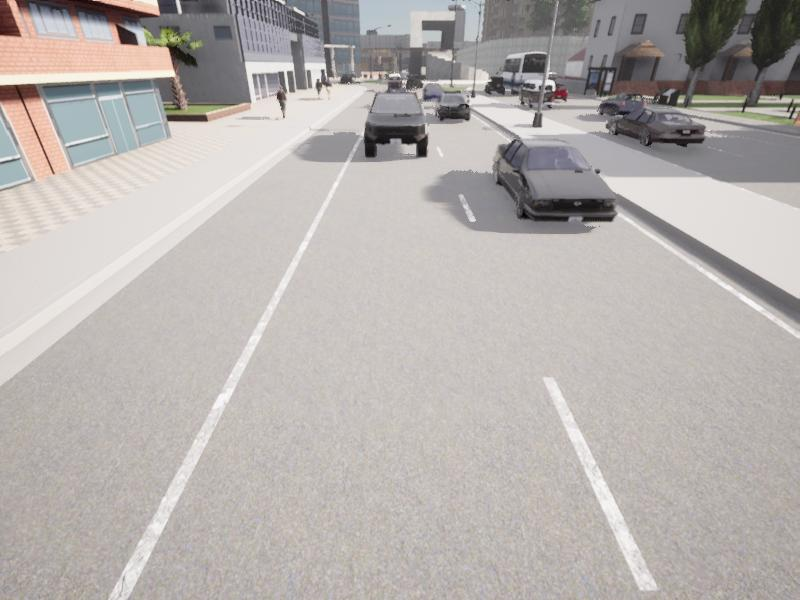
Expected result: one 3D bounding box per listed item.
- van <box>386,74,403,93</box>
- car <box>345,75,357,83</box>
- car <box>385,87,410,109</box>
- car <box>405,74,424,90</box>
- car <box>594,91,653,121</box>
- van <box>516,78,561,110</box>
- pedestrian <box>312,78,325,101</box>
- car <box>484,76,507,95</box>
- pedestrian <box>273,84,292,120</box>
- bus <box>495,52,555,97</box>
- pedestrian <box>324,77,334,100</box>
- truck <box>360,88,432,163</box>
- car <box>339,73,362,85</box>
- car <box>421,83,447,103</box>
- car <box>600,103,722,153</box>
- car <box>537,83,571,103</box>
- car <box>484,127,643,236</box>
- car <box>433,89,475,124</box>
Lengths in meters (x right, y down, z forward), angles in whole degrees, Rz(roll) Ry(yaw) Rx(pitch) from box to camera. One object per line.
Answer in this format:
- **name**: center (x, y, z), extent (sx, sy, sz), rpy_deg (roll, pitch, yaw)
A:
- **van**: center (-0.710, -28.250, 52.115), extent (2.069, 2.038, 4.480), rpy_deg (-1, 30, -1)
- **car**: center (-9.781, -44.142, 79.934), extent (1.895, 1.301, 4.718), rpy_deg (-6, 31, -10)
- **car**: center (-0.223, -16.869, 33.372), extent (1.994, 1.385, 4.181), rpy_deg (0, 30, 0)
- **car**: center (2.107, -31.626, 58.011), extent (1.905, 1.878, 3.866), rpy_deg (-6, 31, -10)
- **car**: center (14.531, -12.801, 26.279), extent (1.845, 1.501, 3.633), rpy_deg (1, 31, 2)
- **van**: center (11.268, -17.003, 32.943), extent (2.069, 2.038, 4.480), rpy_deg (0, 31, 0)
- **pedestrian**: center (-7.497, -19.411, 36.858), extent (0.751, 1.860, 0.751), rpy_deg (6, 31, 10)
- **car**: center (11.381, -25.677, 47.870), extent (1.905, 1.878, 3.866), rpy_deg (1, 30, 3)
- **pedestrian**: center (-7.095, -11.957, 24.162), extent (0.751, 1.860, 0.751), rpy_deg (-2, 30, -4)
- **bus**: center (14.620, -27.094, 47.951), extent (3.944, 4.253, 10.273), rpy_deg (1, 30, 1)
- **pedestrian**: center (-6.712, -20.038, 37.939), extent (0.751, 1.860, 0.751), rpy_deg (-1, 30, -2)
- **truck**: center (-0.160, -7.399, 16.507), extent (2.390, 2.098, 6.274), rpy_deg (0, 30, 0)
- **car**: center (-8.890, -39.595, 71.613), extent (1.932, 1.855, 4.605), rpy_deg (-21, 36, -31)
- **car**: center (3.271, -20.484, 39.422), extent (2.163, 1.488, 4.792), rpy_deg (0, 30, 0)
- **car**: center (11.374, -7.906, 18.070), extent (2.033, 1.411, 5.357), rpy_deg (0, 30, 0)
- **car**: center (14.776, -20.007, 38.563), extent (1.845, 1.501, 3.633), rpy_deg (0, 30, 0)
- **car**: center (3.640, -3.308, 10.231), extent (2.033, 1.411, 5.357), rpy_deg (1, 30, 1)
- **car**: center (3.327, -12.407, 25.497), extent (1.930, 1.638, 5.238), rpy_deg (0, 30, 0)
